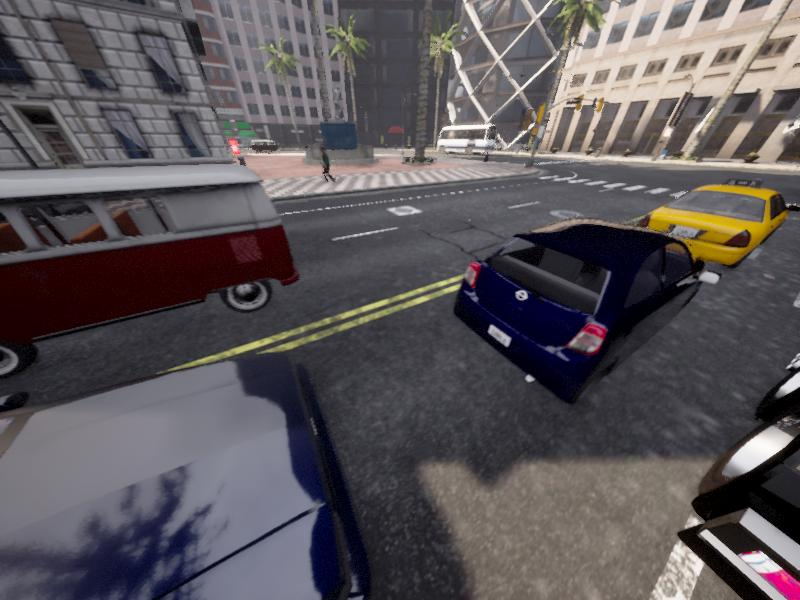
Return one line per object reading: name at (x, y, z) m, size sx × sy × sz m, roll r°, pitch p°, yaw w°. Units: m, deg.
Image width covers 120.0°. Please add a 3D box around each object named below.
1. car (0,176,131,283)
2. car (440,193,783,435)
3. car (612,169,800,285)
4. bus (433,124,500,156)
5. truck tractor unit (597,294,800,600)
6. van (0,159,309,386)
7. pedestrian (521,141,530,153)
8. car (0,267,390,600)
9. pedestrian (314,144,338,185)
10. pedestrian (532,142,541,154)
car at (-8.418, -1.270, 4.391) m, size 3.705 × 1.549 × 1.789 m, roll -18°, pitch 39°, yaw -25°
car at (2.637, -0.323, 3.145) m, size 3.633 × 1.501 × 1.845 m, roll -18°, pitch 39°, yaw -25°
car at (8.029, -2.150, 5.771) m, size 5.366 × 1.575 × 1.801 m, roll -18°, pitch 39°, yaw -25°
bus at (11.298, -28.069, 40.663) m, size 3.944 × 4.253 × 10.273 m, roll -28°, pitch 44°, yaw -36°
truck tractor unit at (5.158, -0.252, 0.702) m, size 6.516 × 4.208 × 3.053 m, roll -16°, pitch 38°, yaw -22°
van at (-3.939, -0.621, 3.118) m, size 4.442 × 1.987 × 1.775 m, roll -18°, pitch 39°, yaw -25°
pedestrian at (24.294, -29.677, 44.871) m, size 0.751 × 1.860 × 0.751 m, roll -20°, pitch 40°, yaw -27°
car at (-2.819, 1.579, 0.486) m, size 5.357 × 1.411 × 2.033 m, roll -19°, pitch 39°, yaw -25°
pedestrian at (-4.100, -7.529, 12.833) m, size 0.751 × 1.860 × 0.751 m, roll -20°, pitch 40°, yaw -27°
pedestrian at (25.632, -28.632, 43.383) m, size 0.751 × 1.860 × 0.751 m, roll -28°, pitch 44°, yaw -34°
